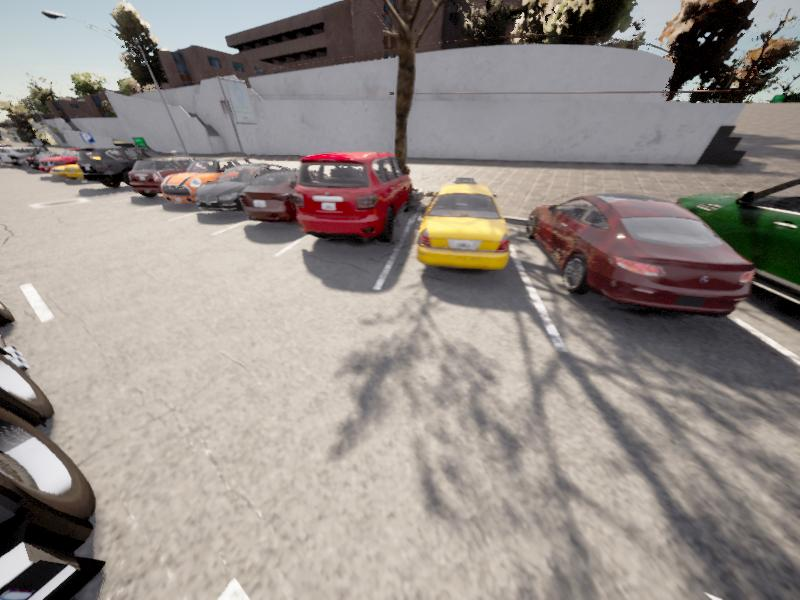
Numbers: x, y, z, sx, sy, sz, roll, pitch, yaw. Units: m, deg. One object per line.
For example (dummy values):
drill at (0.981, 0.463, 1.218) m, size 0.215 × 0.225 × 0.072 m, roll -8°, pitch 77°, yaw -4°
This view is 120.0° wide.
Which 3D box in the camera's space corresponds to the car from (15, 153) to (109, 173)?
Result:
car at (-34.507, -14.261, 23.892) m, size 2.097 × 1.535 × 5.008 m, roll 6°, pitch 34°, yaw 9°

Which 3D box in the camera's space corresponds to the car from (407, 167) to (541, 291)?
car at (1.594, -2.398, 6.123) m, size 1.946 × 1.575 × 5.366 m, roll 6°, pitch 35°, yaw 9°

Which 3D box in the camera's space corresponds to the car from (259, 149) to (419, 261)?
car at (-1.013, -3.384, 7.132) m, size 2.435 × 2.045 × 5.566 m, roll 6°, pitch 35°, yaw 9°

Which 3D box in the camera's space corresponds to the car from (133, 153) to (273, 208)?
car at (-8.733, -5.872, 11.029) m, size 2.185 × 1.767 × 4.553 m, roll 6°, pitch 35°, yaw 9°

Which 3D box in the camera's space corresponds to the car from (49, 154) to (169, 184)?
car at (-21.592, -10.134, 17.620) m, size 1.946 × 1.575 × 5.366 m, roll 6°, pitch 34°, yaw 9°

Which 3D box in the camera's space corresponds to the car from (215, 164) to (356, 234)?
car at (-3.591, -4.018, 8.565) m, size 2.163 × 1.488 × 4.792 m, roll 6°, pitch 35°, yaw 9°

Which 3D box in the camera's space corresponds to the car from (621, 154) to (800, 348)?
car at (6.713, -0.775, 3.292) m, size 2.435 × 2.045 × 5.566 m, roll 6°, pitch 35°, yaw 9°

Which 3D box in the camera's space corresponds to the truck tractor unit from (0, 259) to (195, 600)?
truck tractor unit at (-5.103, -0.305, 0.803) m, size 6.516 × 4.208 × 3.053 m, roll 18°, pitch 39°, yaw 25°

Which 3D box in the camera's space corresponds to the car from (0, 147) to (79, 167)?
car at (-47.388, -18.755, 30.189) m, size 2.435 × 2.045 × 5.566 m, roll 6°, pitch 35°, yaw 9°

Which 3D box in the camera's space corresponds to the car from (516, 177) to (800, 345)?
car at (4.132, -1.389, 4.713) m, size 2.002 × 1.452 × 4.674 m, roll 6°, pitch 35°, yaw 9°

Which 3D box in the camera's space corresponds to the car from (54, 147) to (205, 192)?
car at (-16.474, -8.549, 14.790) m, size 2.435 × 2.045 × 5.566 m, roll 6°, pitch 34°, yaw 9°

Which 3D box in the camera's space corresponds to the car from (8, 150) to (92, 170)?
car at (-39.648, -16.082, 26.422) m, size 2.185 × 1.767 × 4.553 m, roll 6°, pitch 34°, yaw 9°

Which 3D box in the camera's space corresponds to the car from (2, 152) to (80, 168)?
car at (-44.812, -17.664, 29.071) m, size 2.163 × 1.488 × 4.792 m, roll 6°, pitch 35°, yaw 9°

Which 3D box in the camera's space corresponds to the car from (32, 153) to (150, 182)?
car at (-24.230, -10.780, 18.598) m, size 1.946 × 1.575 × 5.366 m, roll 6°, pitch 34°, yaw 9°

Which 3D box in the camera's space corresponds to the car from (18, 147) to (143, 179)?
car at (-26.774, -11.919, 19.873) m, size 2.435 × 2.045 × 5.566 m, roll 6°, pitch 34°, yaw 9°

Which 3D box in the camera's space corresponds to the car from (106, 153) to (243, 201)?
car at (-11.329, -6.697, 12.254) m, size 2.185 × 1.767 × 4.553 m, roll 6°, pitch 34°, yaw 9°

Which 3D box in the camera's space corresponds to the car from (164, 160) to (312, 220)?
car at (-6.162, -4.890, 9.803) m, size 2.231 × 1.521 × 4.892 m, roll 6°, pitch 35°, yaw 9°
